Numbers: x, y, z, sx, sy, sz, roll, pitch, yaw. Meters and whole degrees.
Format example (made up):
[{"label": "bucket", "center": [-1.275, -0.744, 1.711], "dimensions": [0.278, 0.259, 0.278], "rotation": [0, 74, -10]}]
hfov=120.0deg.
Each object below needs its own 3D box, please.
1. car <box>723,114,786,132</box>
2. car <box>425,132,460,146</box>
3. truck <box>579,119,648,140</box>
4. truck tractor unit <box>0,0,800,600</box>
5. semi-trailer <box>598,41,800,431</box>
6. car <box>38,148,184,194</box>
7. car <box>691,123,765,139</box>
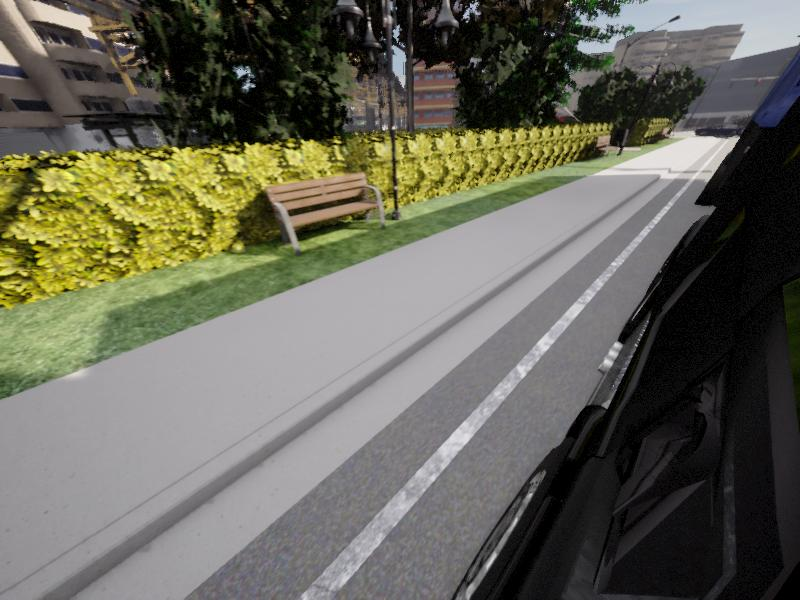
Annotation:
[{"label": "car", "center": [54.033, -27.151, 35.450], "dimensions": [2.150, 2.045, 5.566], "rotation": [9, 38, 14]}, {"label": "car", "center": [6.159, -23.636, 33.873], "dimensions": [4.902, 1.511, 2.128], "rotation": [2, 37, 6]}, {"label": "truck", "center": [28.745, -23.165, 31.434], "dimensions": [6.274, 2.098, 2.390], "rotation": [2, 37, 6]}, {"label": "truck tractor unit", "center": [2.645, -0.295, 0.351], "dimensions": [6.516, 4.208, 3.053], "rotation": [-28, 44, -30]}, {"label": "semi-trailer", "center": [8.686, -3.596, 4.263], "dimensions": [14.254, 4.402, 2.717], "rotation": [-28, 44, -30]}, {"label": "car", "center": [-16.440, -7.831, 13.766], "dimensions": [1.930, 1.638, 5.238], "rotation": [1, 37, 5]}, {"label": "car", "center": [37.938, -19.732, 26.948], "dimensions": [1.895, 1.301, 4.718], "rotation": [-4, 37, -2]}]
